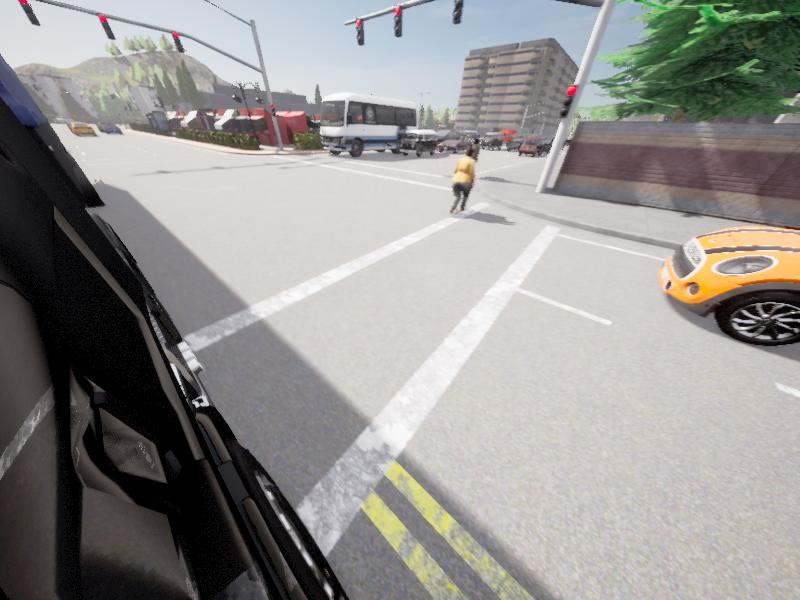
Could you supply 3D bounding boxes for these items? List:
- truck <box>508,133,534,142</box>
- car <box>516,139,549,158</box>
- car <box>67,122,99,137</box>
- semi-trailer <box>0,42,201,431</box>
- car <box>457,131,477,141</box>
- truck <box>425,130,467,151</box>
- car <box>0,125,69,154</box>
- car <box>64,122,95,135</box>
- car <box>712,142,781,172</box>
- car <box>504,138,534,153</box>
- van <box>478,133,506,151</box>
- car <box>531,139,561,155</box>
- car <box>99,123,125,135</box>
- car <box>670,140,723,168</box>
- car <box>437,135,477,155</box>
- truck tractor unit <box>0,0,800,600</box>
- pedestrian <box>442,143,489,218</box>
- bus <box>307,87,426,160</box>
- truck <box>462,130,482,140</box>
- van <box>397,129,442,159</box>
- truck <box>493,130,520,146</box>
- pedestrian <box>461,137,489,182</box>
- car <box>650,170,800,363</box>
[{"bbox_3d":[36.723,-49.340,70.061,6.274,2.098,2.390,28,44,30],"label":"truck"},{"bbox_3d":[14.994,-17.220,26.111,1.851,1.617,3.988,27,43,30],"label":"car"},{"bbox_3d":[-44.585,-23.979,32.435,5.008,1.535,1.882,27,43,30],"label":"car"},{"bbox_3d":[-8.709,-3.557,4.273,14.254,4.402,2.717,28,43,30],"label":"semi-trailer"},{"bbox_3d":[17.651,-43.363,61.014,4.605,1.855,1.932,28,44,30],"label":"car"},{"bbox_3d":[6.118,-21.046,30.410,2.390,2.098,6.274,27,44,30],"label":"truck"},{"bbox_3d":[-27.242,-12.080,17.325,4.792,1.488,2.163,28,44,30],"label":"car"},{"bbox_3d":[-49.745,-26.644,35.815,4.792,1.488,2.163,28,44,30],"label":"car"},{"bbox_3d":[28.840,-12.103,19.444,1.905,1.878,3.866,28,44,30],"label":"car"},{"bbox_3d":[16.538,-21.533,32.070,2.128,1.511,4.902,27,43,30],"label":"car"},{"bbox_3d":[13.163,-22.640,32.991,1.775,1.987,4.442,27,44,30],"label":"van"},{"bbox_3d":[19.192,-20.123,30.281,1.882,1.535,5.008,27,43,30],"label":"car"},{"bbox_3d":[-47.125,-27.985,37.752,4.193,1.474,1.816,28,44,30],"label":"car"},{"bbox_3d":[26.588,-13.283,20.922,1.905,1.878,3.866,28,44,30],"label":"car"},{"bbox_3d":[6.586,-17.914,26.620,2.152,1.651,5.027,27,43,30],"label":"car"},{"bbox_3d":[-2.645,-0.295,0.351,6.516,4.208,3.053,28,44,30],"label":"truck tractor unit"},{"bbox_3d":[1.916,-3.567,6.935,0.751,1.860,0.751,28,44,31],"label":"pedestrian"},{"bbox_3d":[-2.371,-15.864,21.218,3.944,4.253,10.273,27,44,30],"label":"bus"},{"bbox_3d":[19.462,-44.745,62.804,4.478,2.038,2.069,28,44,30],"label":"truck"},{"bbox_3d":[1.898,-14.856,21.926,2.069,2.038,4.480,24,42,27],"label":"van"},{"bbox_3d":[20.659,-31.323,44.636,2.627,2.467,5.204,27,43,30],"label":"truck"},{"bbox_3d":[3.746,-7.056,11.635,0.751,1.860,0.751,26,43,29],"label":"pedestrian"},{"bbox_3d":[6.313,-0.029,2.497,4.553,1.767,2.097,28,44,30],"label":"car"}]
